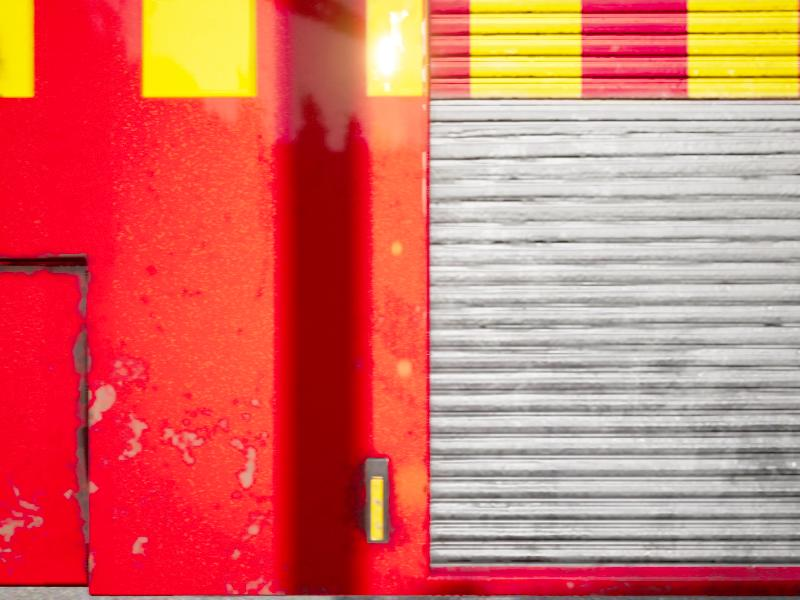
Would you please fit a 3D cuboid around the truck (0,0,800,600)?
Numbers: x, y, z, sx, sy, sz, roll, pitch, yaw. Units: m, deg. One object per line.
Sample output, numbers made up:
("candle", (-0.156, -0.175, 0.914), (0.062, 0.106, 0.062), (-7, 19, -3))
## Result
("truck", (-0.705, -0.922, 2.197), (8.468, 3.827, 2.891), (0, 0, 0))
